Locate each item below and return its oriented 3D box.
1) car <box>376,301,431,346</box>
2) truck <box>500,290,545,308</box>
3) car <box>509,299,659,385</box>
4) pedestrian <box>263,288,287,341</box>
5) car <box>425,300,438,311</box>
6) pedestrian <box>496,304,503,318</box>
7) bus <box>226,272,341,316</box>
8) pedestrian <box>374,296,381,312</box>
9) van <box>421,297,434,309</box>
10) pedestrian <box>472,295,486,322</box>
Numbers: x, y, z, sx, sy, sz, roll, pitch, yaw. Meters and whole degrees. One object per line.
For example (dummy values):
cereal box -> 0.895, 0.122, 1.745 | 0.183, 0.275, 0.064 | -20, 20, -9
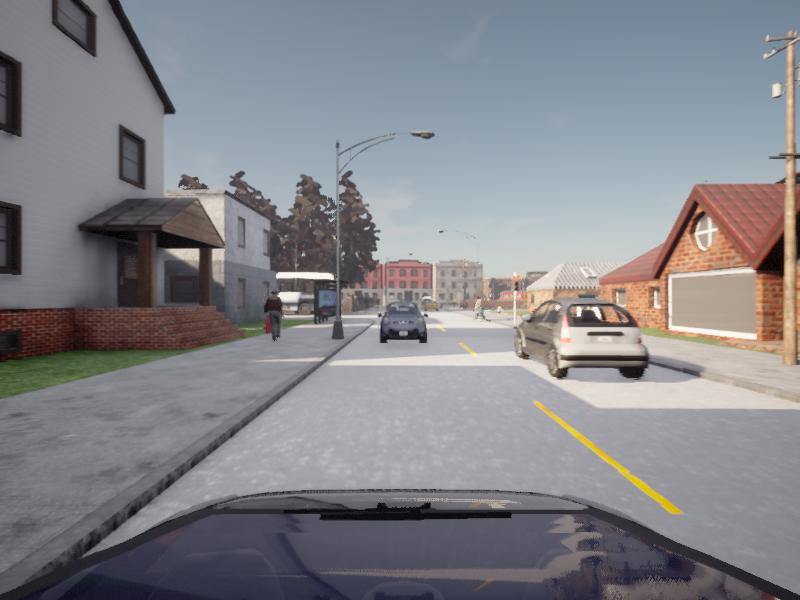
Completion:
car -> 0.107, 0.810, 15.345 | 1.845, 1.501, 3.633 | 0, 0, 0
truck -> 25.823, -0.202, 84.544 | 8.468, 3.827, 2.891 | 0, 0, 1
car -> 3.980, 0.777, 9.480 | 1.851, 1.617, 3.988 | 0, 0, 2
pedestrian -> -4.524, 0.516, 14.531 | 0.751, 1.860, 0.751 | 0, 0, -10
car -> 4.511, 0.737, 57.666 | 1.801, 1.575, 5.366 | 0, 0, 3
pedestrian -> 7.754, 0.878, 31.179 | 0.500, 1.100, 0.500 | 0, 0, 9
bus -> -11.355, -0.580, 39.983 | 10.273, 4.253, 3.944 | 0, 0, 1
pedestrian -> -2.768, 0.480, 49.051 | 0.751, 1.860, 0.751 | 0, 0, 4
van -> 4.612, 0.499, 68.007 | 2.069, 2.038, 4.480 | 0, 0, 3
pedestrian -> 5.520, 0.606, 27.887 | 0.751, 1.860, 0.751 | 0, 0, -7
